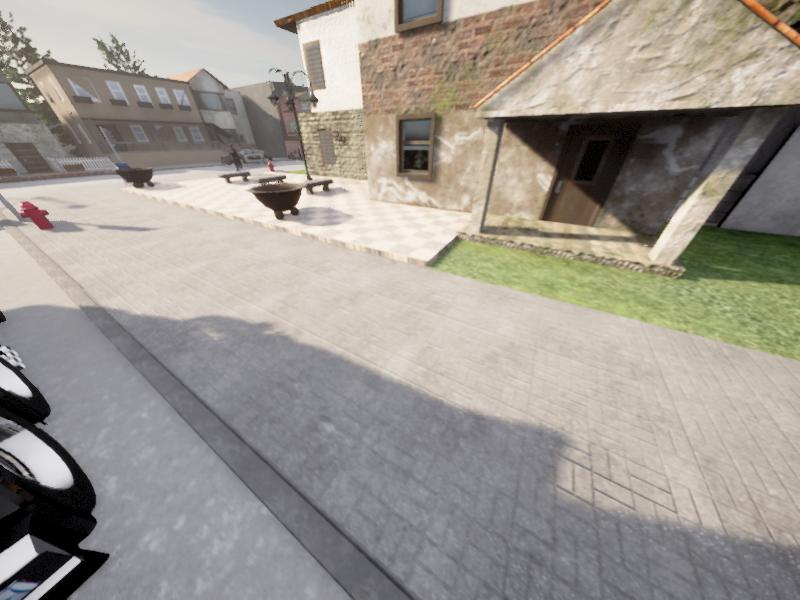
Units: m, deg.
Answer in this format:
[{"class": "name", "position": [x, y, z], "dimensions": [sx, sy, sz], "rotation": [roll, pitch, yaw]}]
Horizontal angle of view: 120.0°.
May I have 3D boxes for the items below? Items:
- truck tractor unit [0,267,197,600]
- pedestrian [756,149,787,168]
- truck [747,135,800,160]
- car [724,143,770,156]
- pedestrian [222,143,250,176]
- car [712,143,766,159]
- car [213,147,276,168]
[{"class": "truck tractor unit", "position": [-5.118, -0.293, 0.773], "dimensions": [6.516, 4.208, 3.053], "rotation": [18, 39, 24]}, {"class": "pedestrian", "position": [31.590, -12.048, 19.676], "dimensions": [0.751, 1.300, 0.751], "rotation": [25, 42, 32]}, {"class": "truck", "position": [48.646, -19.503, 29.458], "dimensions": [2.627, 2.467, 5.204], "rotation": [18, 40, 25]}, {"class": "car", "position": [52.388, -22.875, 35.076], "dimensions": [2.038, 1.542, 4.974], "rotation": [19, 39, 26]}, {"class": "pedestrian", "position": [-11.164, -9.574, 15.749], "dimensions": [0.751, 1.860, 0.751], "rotation": [-4, 35, -5]}, {"class": "car", "position": [44.666, -19.816, 30.625], "dimensions": [2.242, 1.667, 4.611], "rotation": [18, 39, 24]}, {"class": "car", "position": [-16.668, -15.617, 25.104], "dimensions": [1.930, 1.638, 5.238], "rotation": [18, 39, 24]}]
